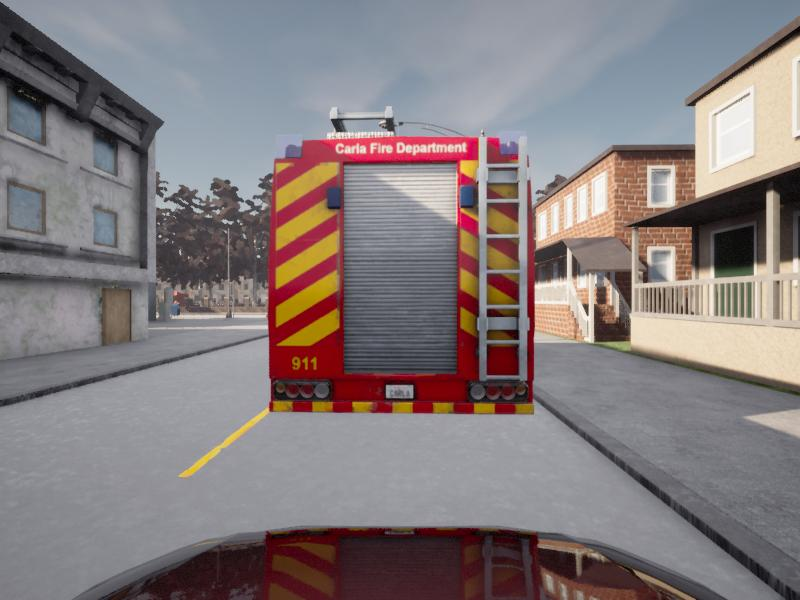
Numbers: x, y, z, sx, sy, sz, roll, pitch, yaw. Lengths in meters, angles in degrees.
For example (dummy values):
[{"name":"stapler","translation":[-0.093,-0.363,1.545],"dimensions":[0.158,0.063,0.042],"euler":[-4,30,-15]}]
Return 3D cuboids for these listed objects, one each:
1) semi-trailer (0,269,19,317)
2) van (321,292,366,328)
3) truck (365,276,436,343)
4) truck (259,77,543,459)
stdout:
[{"name":"semi-trailer","translation":[-43.667,-0.618,37.376],"dimensions":[14.254,4.402,2.717],"euler":[0,0,4]},{"name":"van","translation":[-3.437,0.570,25.066],"dimensions":[2.069,2.038,4.480],"euler":[0,0,2]},{"name":"truck","translation":[0.173,0.357,17.323],"dimensions":[2.627,2.467,5.204],"euler":[0,0,4]},{"name":"truck","translation":[0.146,-0.321,8.301],"dimensions":[2.891,3.827,8.468],"euler":[0,0,2]}]
